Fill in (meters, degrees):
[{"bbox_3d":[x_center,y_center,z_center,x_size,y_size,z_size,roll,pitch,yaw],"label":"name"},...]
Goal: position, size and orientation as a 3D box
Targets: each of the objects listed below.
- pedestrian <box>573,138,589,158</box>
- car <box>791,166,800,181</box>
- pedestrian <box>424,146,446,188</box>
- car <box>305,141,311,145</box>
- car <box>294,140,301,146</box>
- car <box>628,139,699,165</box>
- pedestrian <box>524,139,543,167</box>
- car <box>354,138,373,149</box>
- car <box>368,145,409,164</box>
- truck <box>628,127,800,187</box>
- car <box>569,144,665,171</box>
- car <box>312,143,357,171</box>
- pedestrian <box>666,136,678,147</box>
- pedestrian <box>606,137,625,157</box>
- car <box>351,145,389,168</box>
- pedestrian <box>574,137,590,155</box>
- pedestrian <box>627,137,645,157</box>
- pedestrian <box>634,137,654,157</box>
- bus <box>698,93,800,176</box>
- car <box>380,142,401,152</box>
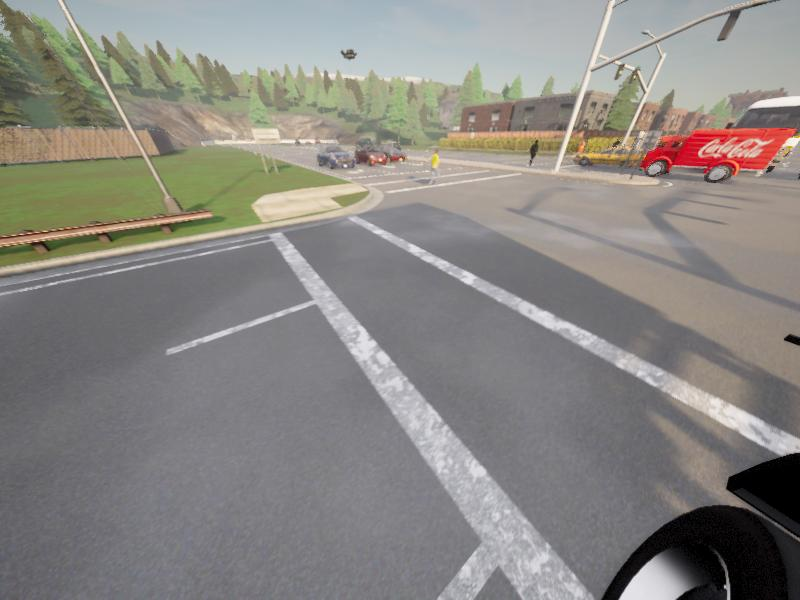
[{"bbox_3d":[20.088,-16.915,25.688,0.751,1.860,0.751,23,41,29],"label":"pedestrian"},{"bbox_3d":[25.609,-7.962,13.571,4.902,1.511,2.128,-22,41,-28],"label":"car"},{"bbox_3d":[1.849,-7.140,12.391,0.751,1.860,0.751,-24,42,-30],"label":"pedestrian"},{"bbox_3d":[-33.534,-57.280,84.172,1.895,1.301,4.718,-11,37,-14],"label":"car"},{"bbox_3d":[-36.021,-55.232,81.132,1.837,1.490,4.892,-11,37,-14],"label":"car"},{"bbox_3d":[24.300,-13.757,21.453,3.866,1.878,1.905,-4,35,-5],"label":"car"},{"bbox_3d":[10.797,-11.907,18.706,0.751,1.860,0.751,23,41,29],"label":"pedestrian"},{"bbox_3d":[-8.890,-37.860,55.784,2.150,2.045,5.566,-22,41,-28],"label":"car"},{"bbox_3d":[-1.284,-15.965,25.216,2.163,1.488,4.792,-22,41,-27],"label":"car"},{"bbox_3d":[17.832,-8.537,13.632,2.627,2.467,5.204,-22,40,-27],"label":"truck"},{"bbox_3d":[17.638,-11.912,19.184,1.801,1.575,5.366,-22,40,-27],"label":"car"},{"bbox_3d":[-5.867,-12.781,20.492,2.097,1.767,4.553,-22,41,-27],"label":"car"},{"bbox_3d":[56.215,-32.761,47.705,0.751,1.860,0.751,-23,41,-28],"label":"pedestrian"},{"bbox_3d":[24.745,-17.620,26.563,0.751,1.860,0.751,-17,39,-22],"label":"pedestrian"},{"bbox_3d":[-2.914,-13.804,22.068,1.851,1.617,3.988,-22,41,-27],"label":"car"},{"bbox_3d":[23.573,-19.932,29.918,0.751,1.860,0.751,-21,40,-26],"label":"pedestrian"},{"bbox_3d":[26.958,-17.490,26.426,0.751,1.860,0.751,25,42,31],"label":"pedestrian"},{"bbox_3d":[27.433,-17.170,25.968,0.751,1.860,0.751,29,45,35],"label":"pedestrian"},{"bbox_3d":[28.337,-12.584,17.706,10.273,4.253,3.944,-22,41,-28],"label":"bus"},{"bbox_3d":[-1.721,-28.210,42.547,1.970,1.475,3.806,-23,41,-28],"label":"car"}]
